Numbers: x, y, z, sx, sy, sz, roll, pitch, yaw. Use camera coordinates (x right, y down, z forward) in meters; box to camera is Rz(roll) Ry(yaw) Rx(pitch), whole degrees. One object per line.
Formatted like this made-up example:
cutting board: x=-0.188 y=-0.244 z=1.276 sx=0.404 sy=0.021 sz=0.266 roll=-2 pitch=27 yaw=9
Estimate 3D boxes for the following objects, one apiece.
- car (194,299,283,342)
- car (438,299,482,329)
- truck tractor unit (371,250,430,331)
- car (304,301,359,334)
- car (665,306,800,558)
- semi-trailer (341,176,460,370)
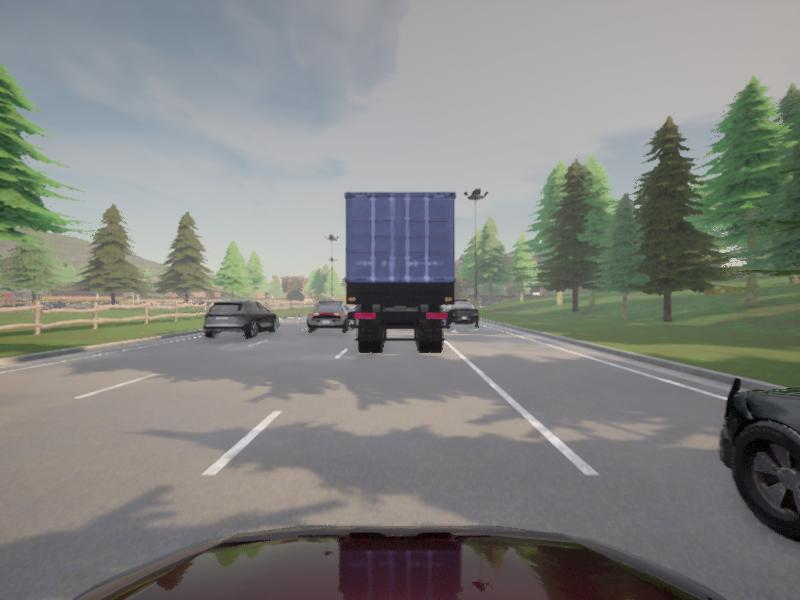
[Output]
car: x=-6.986 y=0.787 z=17.939 sx=2.033 sy=1.649 sz=4.856 roll=0 pitch=0 yaw=0
car: x=3.519 y=0.784 z=24.494 sx=1.930 sy=1.638 sz=5.238 roll=0 pitch=0 yaw=0
truck tractor unit: x=0.024 y=-0.510 z=24.138 sx=3.053 sy=4.208 sz=6.516 roll=0 pitch=0 yaw=0
car: x=-3.482 y=0.840 z=21.324 sx=2.038 sy=1.542 sz=4.974 roll=0 pitch=0 yaw=0
car: x=3.502 y=0.827 z=1.268 sx=2.038 sy=1.542 sz=4.974 roll=0 pitch=0 yaw=0
semi-trailer: x=0.015 y=-0.612 z=16.219 sx=2.717 sy=4.402 sz=14.254 roll=0 pitch=0 yaw=0
